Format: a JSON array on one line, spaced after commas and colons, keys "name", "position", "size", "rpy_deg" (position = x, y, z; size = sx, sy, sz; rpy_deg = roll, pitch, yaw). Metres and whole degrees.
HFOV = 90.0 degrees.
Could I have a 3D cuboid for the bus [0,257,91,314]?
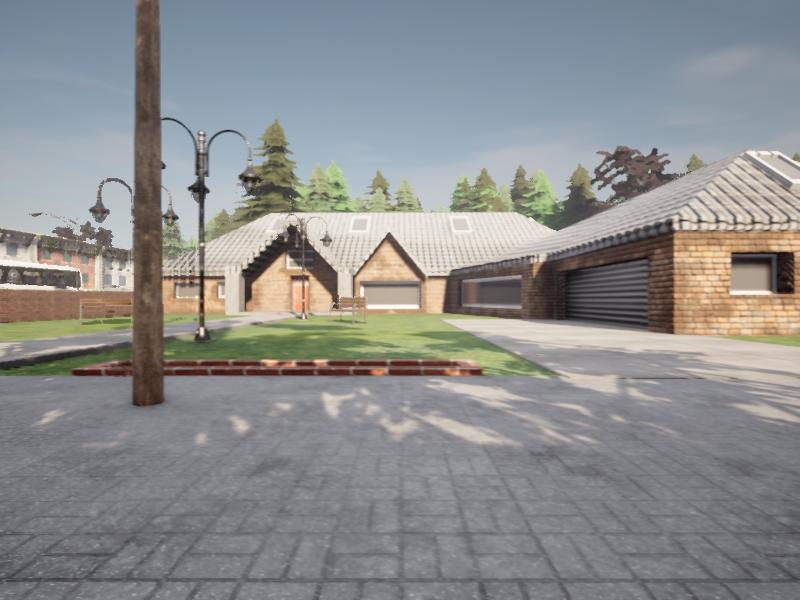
[{"name": "bus", "position": [-31.706, -1.092, 33.298], "size": [3.944, 4.253, 10.273], "rpy_deg": [0, 0, 0]}]
